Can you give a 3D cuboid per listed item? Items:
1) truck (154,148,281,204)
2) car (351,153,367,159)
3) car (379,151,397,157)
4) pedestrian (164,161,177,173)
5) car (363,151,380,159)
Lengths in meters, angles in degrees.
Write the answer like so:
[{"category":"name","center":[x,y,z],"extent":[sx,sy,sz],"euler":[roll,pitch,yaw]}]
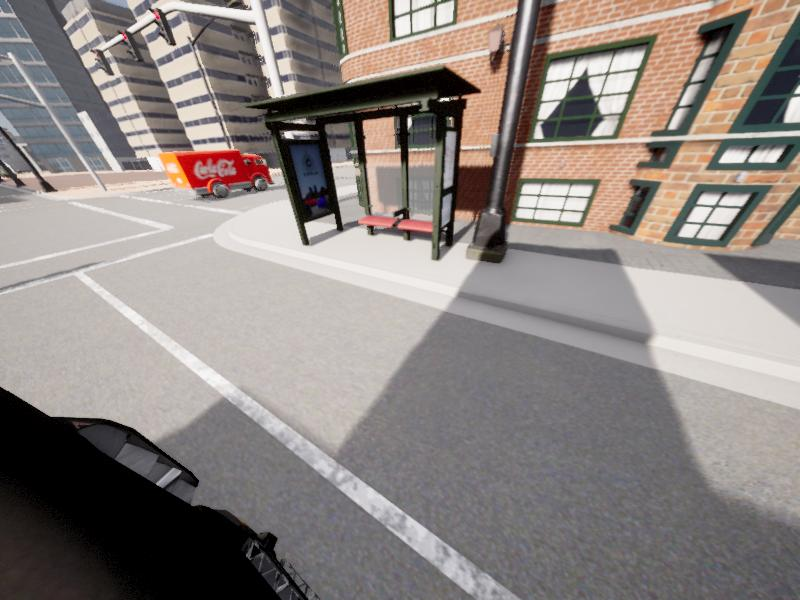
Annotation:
[{"category":"truck","center":[-11.029,-8.008,14.618],"extent":[2.627,2.467,5.204],"euler":[17,38,27]},{"category":"car","center":[-13.650,-48.143,77.131],"extent":[4.792,1.488,2.163],"euler":[14,37,26]},{"category":"car","center":[-3.815,-45.700,72.319],"extent":[5.357,1.411,2.033],"euler":[14,37,25]},{"category":"pedestrian","center":[-40.923,-23.736,41.173],"extent":[0.751,1.860,0.751],"euler":[11,36,20]},{"category":"car","center":[-8.810,-44.861,71.359],"extent":[4.856,1.649,2.033],"euler":[14,37,25]}]
